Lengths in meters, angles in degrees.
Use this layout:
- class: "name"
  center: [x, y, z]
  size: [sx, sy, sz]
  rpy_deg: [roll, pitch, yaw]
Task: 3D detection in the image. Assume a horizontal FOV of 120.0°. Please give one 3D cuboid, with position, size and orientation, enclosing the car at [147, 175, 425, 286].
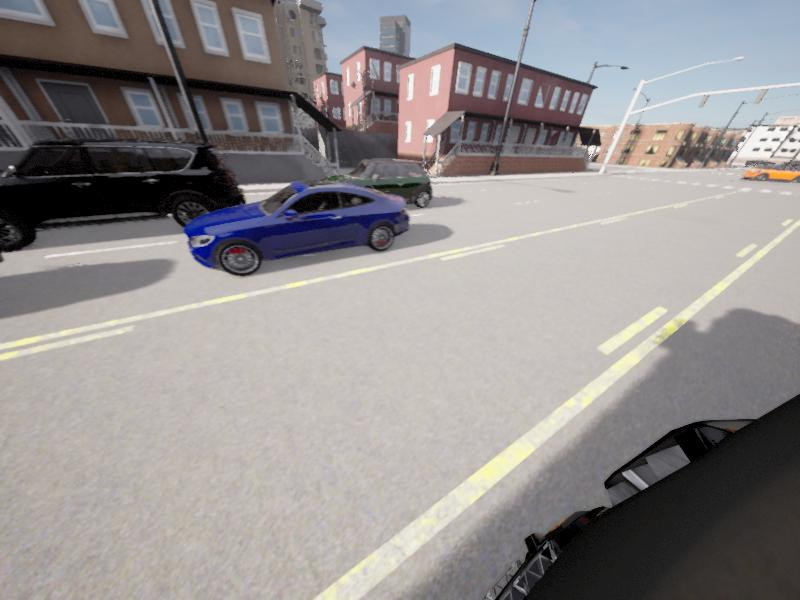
- class: "car"
  center: [-1.943, -1.873, 5.243]
  size: [4.674, 1.442, 1.812]
  rpy_deg: [-16, 38, -25]

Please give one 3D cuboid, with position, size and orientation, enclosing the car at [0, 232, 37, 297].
- class: "car"
  center: [-7.910, -0.222, 2.284]
  size: [3.988, 1.617, 1.851]
  rpy_deg: [-16, 38, -25]

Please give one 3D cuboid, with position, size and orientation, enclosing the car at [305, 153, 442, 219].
- class: "car"
  center: [-0.930, -4.566, 8.984]
  size: [4.553, 1.767, 2.097]
  rpy_deg: [-16, 38, -25]

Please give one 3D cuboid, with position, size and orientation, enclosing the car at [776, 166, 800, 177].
- class: "car"
  center: [62.891, -20.612, 37.020]
  size: [4.181, 1.385, 1.994]
  rpy_deg: [-16, 38, -25]

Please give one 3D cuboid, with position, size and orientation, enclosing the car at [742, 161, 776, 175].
- class: "car"
  center: [61.346, -22.614, 39.462]
  size: [4.605, 1.855, 1.932]
  rpy_deg: [-16, 38, -25]

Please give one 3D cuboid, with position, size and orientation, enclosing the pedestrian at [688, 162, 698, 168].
- class: "pedestrian"
  center: [58.414, -26.923, 46.059]
  size: [0.500, 1.100, 0.500]
  rpy_deg: [2, 34, -1]

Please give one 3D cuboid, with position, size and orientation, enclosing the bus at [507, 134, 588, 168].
- class: "bus"
  center: [24.399, -25.471, 39.315]
  size: [3.944, 4.253, 10.273]
  rpy_deg: [-16, 39, -25]

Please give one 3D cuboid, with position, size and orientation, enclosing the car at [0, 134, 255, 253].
- class: "car"
  center: [-7.202, -2.842, 5.819]
  size: [5.566, 2.045, 2.150]
  rpy_deg: [-16, 38, -25]

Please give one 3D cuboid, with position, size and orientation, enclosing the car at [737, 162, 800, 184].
- class: "car"
  center: [43.735, -14.725, 26.762]
  size: [4.553, 1.767, 2.097]
  rpy_deg: [14, 36, 17]
